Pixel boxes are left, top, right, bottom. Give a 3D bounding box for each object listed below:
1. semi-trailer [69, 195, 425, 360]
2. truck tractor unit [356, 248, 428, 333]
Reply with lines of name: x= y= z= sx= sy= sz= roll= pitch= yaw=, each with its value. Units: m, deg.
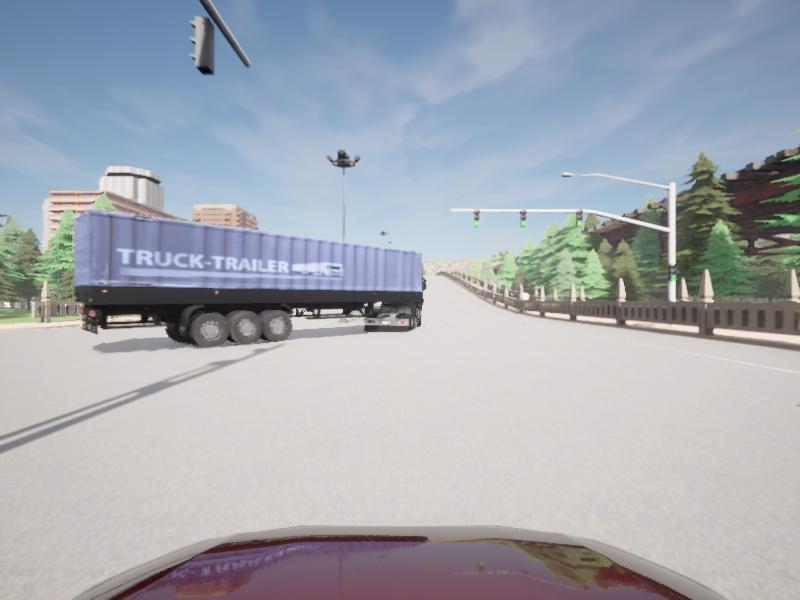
semi-trailer: x=-4.541 y=-0.608 z=16.865 sx=2.717 sy=4.402 sz=14.254 roll=2 pitch=1 yaw=43
truck tractor unit: x=-0.212 y=-0.491 z=23.200 sx=3.053 sy=4.208 sz=6.516 roll=1 pitch=0 yaw=8
